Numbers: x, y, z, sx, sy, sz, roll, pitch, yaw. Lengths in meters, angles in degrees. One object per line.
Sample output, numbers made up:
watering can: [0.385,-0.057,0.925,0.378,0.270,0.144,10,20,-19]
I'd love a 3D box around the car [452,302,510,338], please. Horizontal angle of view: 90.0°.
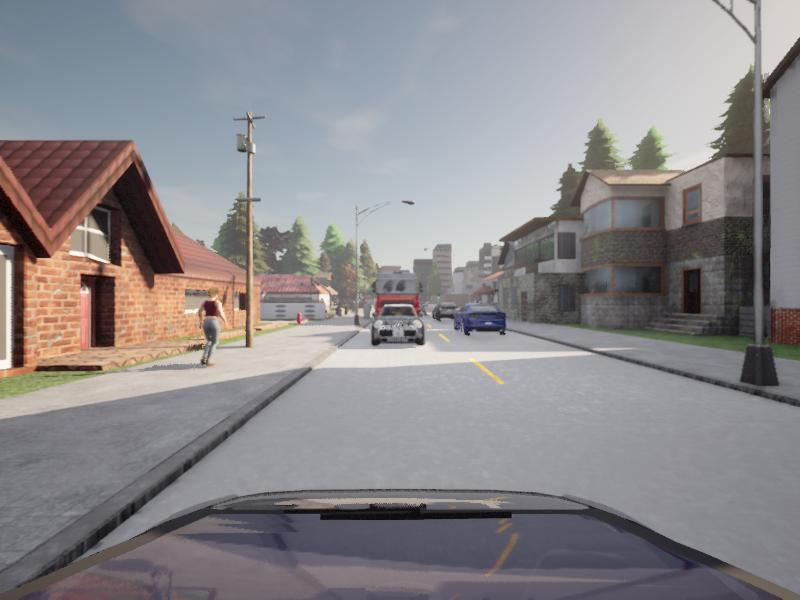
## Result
car: [3.896,0.900,20.138,1.882,1.535,5.008,0,0,0]

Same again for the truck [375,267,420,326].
truck: [-0.145,-0.206,30.020,2.891,3.827,8.468,0,0,0]

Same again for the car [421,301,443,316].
car: [3.769,0.958,47.598,2.152,1.651,5.027,0,0,-1]

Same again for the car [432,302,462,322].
car: [3.829,0.954,33.388,2.007,1.525,4.514,0,0,0]

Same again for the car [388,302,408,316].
car: [-0.195,1.006,45.185,2.128,1.511,4.902,0,0,0]

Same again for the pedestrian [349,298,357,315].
pedestrian: [-5.033,0.693,42.672,0.751,1.860,0.751,0,0,-3]

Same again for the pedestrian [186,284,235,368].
pedestrian: [-4.349,0.570,9.236,0.751,1.860,0.751,0,0,5]

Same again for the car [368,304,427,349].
car: [-0.077,0.913,15.285,1.970,1.475,3.806,0,0,0]
